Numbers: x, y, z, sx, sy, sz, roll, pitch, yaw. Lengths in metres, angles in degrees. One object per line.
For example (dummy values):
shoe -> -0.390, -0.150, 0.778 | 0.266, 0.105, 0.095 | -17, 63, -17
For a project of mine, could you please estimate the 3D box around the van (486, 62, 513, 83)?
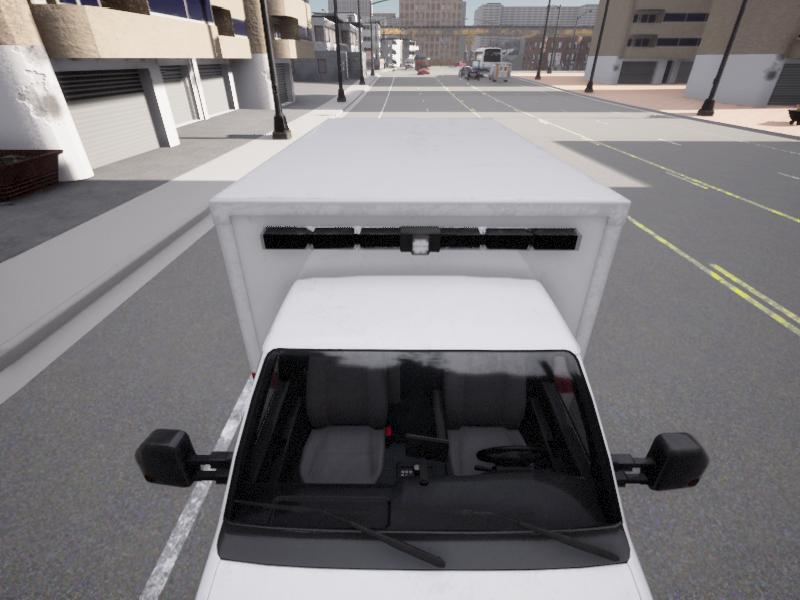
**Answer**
van -> 14.694, -33.903, 59.432 | 2.351, 2.431, 6.366 | 0, 32, 0

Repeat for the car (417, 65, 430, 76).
car -> 4.340, -42.371, 73.831 | 2.242, 1.667, 4.611 | 0, 32, 0

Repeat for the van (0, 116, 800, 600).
van -> 0.109, 0.009, 3.602 | 2.351, 2.431, 6.366 | 0, 30, 0

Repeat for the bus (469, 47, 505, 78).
bus -> 14.671, -40.726, 68.581 | 3.944, 4.253, 10.273 | 0, 32, 0

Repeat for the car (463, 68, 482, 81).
car -> 11.218, -35.043, 62.169 | 2.128, 1.511, 4.902 | 0, 32, 0

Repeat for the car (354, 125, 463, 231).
car -> 0.181, -3.364, 10.280 | 2.128, 1.511, 4.902 | 0, 30, 0
